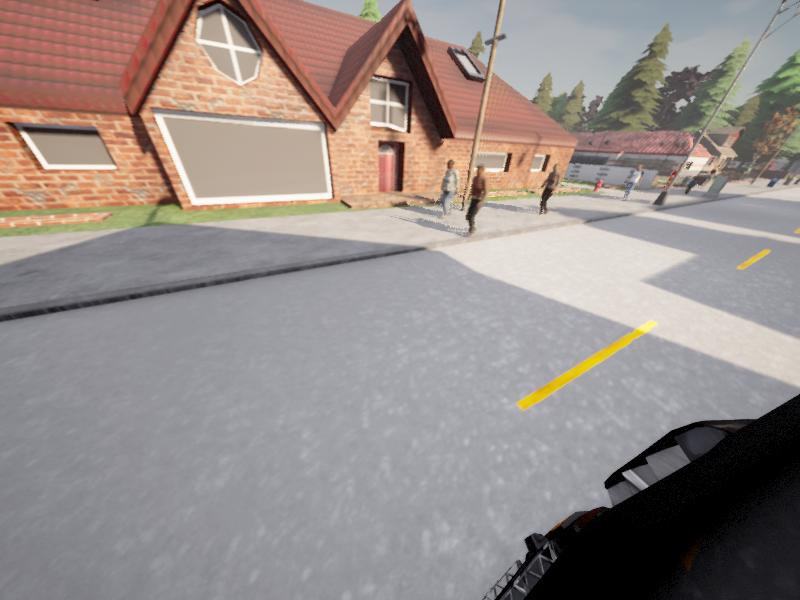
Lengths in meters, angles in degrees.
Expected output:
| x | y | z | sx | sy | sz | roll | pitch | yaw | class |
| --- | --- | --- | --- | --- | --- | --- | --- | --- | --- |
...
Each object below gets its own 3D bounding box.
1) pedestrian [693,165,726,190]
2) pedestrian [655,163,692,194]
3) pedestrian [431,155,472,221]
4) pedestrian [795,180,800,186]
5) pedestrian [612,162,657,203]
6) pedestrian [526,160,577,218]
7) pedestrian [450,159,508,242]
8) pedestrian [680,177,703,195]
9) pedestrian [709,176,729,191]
| x | y | z | sx | sy | sz | roll | pitch | yaw | class |
| --- | --- | --- | --- | --- | --- | --- | --- | --- | --- |
| 26.743 | -10.595 | 19.966 | 0.751 | 1.860 | 0.751 | -11 | 36 | -20 | pedestrian |
| 19.295 | -8.554 | 16.333 | 0.751 | 1.860 | 0.751 | -15 | 38 | -25 | pedestrian |
| 1.672 | -3.723 | 7.736 | 0.751 | 1.860 | 0.751 | -10 | 36 | -18 | pedestrian |
| 52.054 | -15.568 | 29.368 | 0.751 | 1.860 | 0.751 | 1 | 34 | -2 | pedestrian |
| 12.515 | -6.267 | 12.384 | 0.751 | 1.860 | 0.751 | -14 | 37 | -24 | pedestrian |
| 5.621 | -4.139 | 8.664 | 0.751 | 1.860 | 0.751 | -15 | 38 | -25 | pedestrian |
| 1.984 | -2.582 | 6.050 | 0.751 | 1.860 | 0.751 | -14 | 37 | -24 | pedestrian |
| 20.844 | -8.158 | 16.545 | 0.500 | 1.100 | 0.500 | -16 | 38 | -26 | pedestrian |
| 27.566 | -10.094 | 19.963 | 0.500 | 1.100 | 0.500 | -22 | 41 | -32 | pedestrian |
